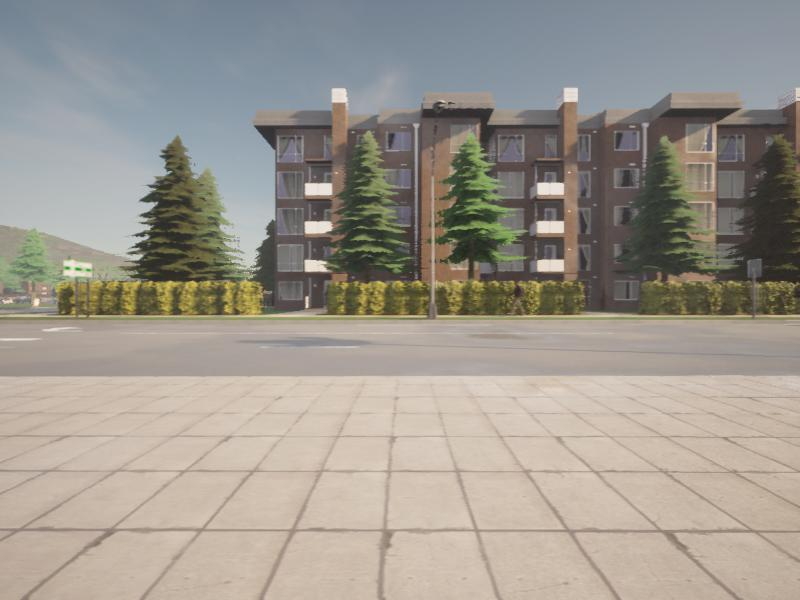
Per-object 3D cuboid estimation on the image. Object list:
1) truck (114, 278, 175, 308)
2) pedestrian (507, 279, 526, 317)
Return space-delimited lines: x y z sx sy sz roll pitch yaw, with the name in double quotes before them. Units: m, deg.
"truck" -35.125 -0.905 55.486 2.891 3.827 8.468 0 0 0
"pedestrian" 5.828 -0.116 19.995 0.751 1.860 0.751 0 0 1
